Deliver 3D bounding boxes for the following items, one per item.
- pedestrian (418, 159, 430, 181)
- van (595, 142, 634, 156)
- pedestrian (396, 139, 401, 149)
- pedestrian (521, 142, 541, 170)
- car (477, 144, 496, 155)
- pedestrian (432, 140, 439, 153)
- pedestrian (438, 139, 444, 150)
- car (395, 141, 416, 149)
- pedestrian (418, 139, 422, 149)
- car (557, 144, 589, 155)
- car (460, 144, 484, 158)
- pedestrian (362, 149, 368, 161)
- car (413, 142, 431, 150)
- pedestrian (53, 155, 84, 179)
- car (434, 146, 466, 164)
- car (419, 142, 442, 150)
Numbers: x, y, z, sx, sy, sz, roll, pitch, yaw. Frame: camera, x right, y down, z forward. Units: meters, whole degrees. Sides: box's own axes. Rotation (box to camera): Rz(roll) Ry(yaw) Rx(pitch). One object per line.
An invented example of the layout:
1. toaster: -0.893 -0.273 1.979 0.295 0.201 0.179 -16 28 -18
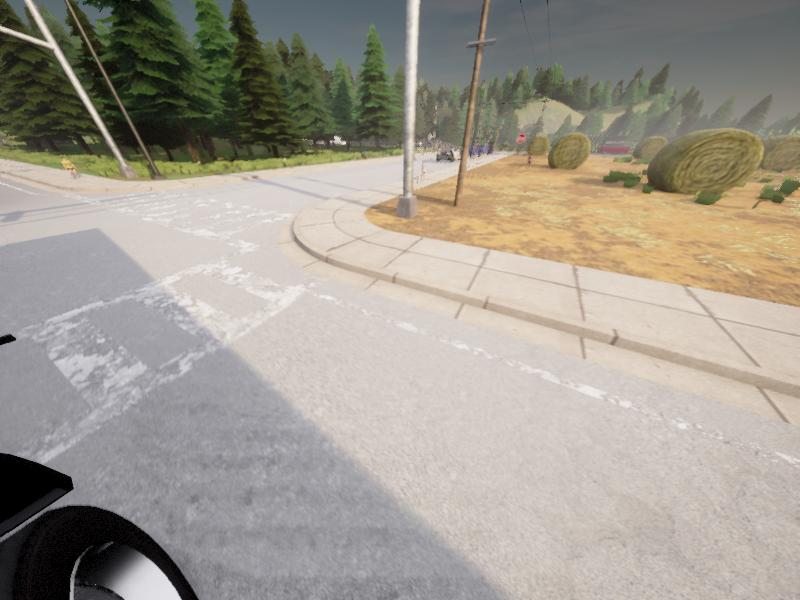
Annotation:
1. pedestrian: 1.440 -7.816 13.857 0.500 1.100 0.500 16 38 21
2. van: 37.833 -26.825 40.920 4.442 1.987 1.775 20 39 25
3. pedestrian: -0.391 -35.127 51.973 0.751 1.860 0.751 21 40 26
4. pedestrian: 10.897 -11.994 19.248 0.751 1.860 0.751 24 41 30
5. car: 15.560 -27.097 41.441 2.007 1.525 4.514 18 39 23
6. pedestrian: 6.028 -26.117 39.307 0.751 1.860 0.751 19 39 24
7. pedestrian: 8.422 -31.916 47.535 0.751 1.860 0.751 25 42 30
8. car: 1.283 -37.427 55.868 4.514 1.525 2.007 19 39 25
9. pedestrian: 4.401 -34.125 50.618 0.751 1.860 0.751 7 36 9
10. car: 32.570 -28.534 43.679 4.514 1.525 2.007 20 39 25
11. car: 10.708 -22.066 34.199 1.882 1.535 5.008 18 39 23
12. pedestrian: -3.794 -15.748 25.066 0.500 1.100 0.500 6 36 8
13. car: 5.508 -38.247 57.214 3.806 1.475 1.970 20 39 25
14. pedestrian: -18.734 -7.515 13.082 0.500 1.100 0.500 22 41 28
15. car: 5.910 -17.094 27.055 2.038 1.542 4.974 18 38 23
16. car: 6.957 -35.376 53.035 4.514 1.525 2.007 21 40 27
